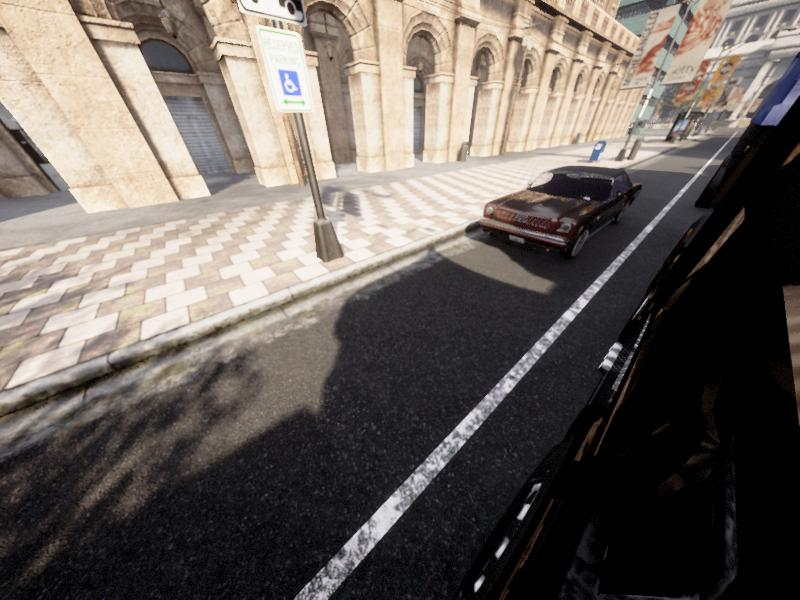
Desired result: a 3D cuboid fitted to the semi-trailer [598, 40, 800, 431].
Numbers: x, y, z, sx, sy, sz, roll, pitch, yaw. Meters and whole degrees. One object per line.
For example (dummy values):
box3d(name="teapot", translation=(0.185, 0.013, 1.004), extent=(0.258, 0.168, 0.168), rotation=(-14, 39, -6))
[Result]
box3d(name="semi-trailer", translation=(8.704, -3.555, 4.288), extent=(14.254, 4.402, 2.717), rotation=(-28, 43, -30))

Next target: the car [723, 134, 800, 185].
box3d(name="car", translation=(16.576, -6.439, 10.341), extent=(4.892, 1.490, 1.837), rotation=(-27, 43, -31))

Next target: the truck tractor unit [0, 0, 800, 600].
box3d(name="truck tractor unit", translation=(2.645, -0.295, 0.351), extent=(6.516, 4.208, 3.053), rotation=(-28, 44, -30))

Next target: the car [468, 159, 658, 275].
box3d(name="car", translation=(3.934, -2.313, 5.444), extent=(4.718, 1.301, 1.895), rotation=(-28, 43, -31))
